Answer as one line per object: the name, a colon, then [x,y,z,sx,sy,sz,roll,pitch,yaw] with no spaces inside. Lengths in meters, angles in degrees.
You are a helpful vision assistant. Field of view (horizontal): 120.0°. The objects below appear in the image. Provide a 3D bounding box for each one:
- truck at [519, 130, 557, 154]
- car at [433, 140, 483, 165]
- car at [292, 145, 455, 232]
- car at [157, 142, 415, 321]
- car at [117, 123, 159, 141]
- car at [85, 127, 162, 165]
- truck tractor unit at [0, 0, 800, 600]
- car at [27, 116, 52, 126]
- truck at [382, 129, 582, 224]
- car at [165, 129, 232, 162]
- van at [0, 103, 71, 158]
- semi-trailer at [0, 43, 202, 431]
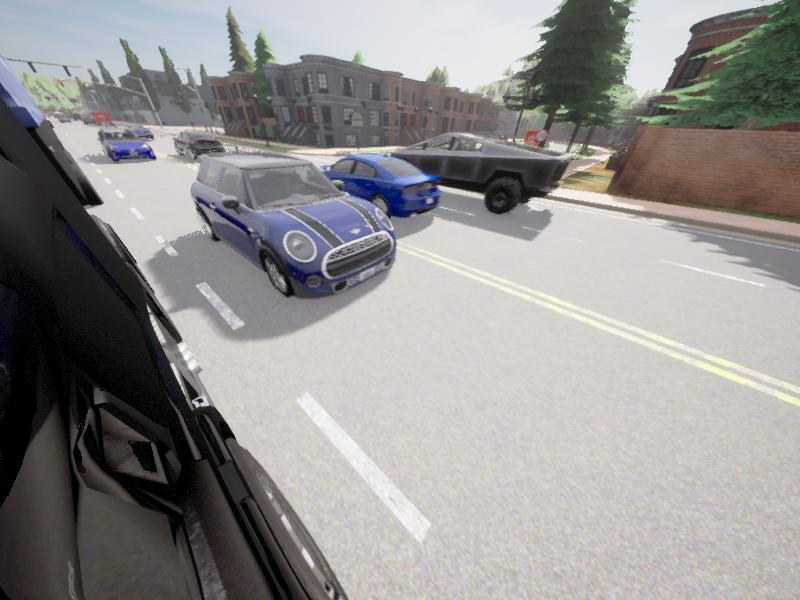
truck: [18.599,-21.314,31.131,2.627,2.467,5.204,28,44,30]
car: [4.714,-11.969,18.630,1.816,1.474,4.193,29,44,31]
car: [-1.060,-3.819,7.399,5.008,1.535,1.882,28,44,30]
car: [-2.219,-1.804,4.422,4.553,1.767,2.097,28,44,30]
car: [-29.482,-18.879,25.926,5.357,1.411,2.033,28,44,30]
car: [-16.502,-9.291,13.786,4.514,1.525,2.007,28,44,30]
truck tractor unit: [-2.645,-0.295,0.351,6.516,4.208,3.053,28,44,30]
car: [-66.741,-33.227,42.832,5.357,1.411,2.033,28,44,30]
truck: [2.449,-4.919,8.613,6.274,2.098,2.390,28,44,30]
car: [-13.673,-10.509,15.613,4.892,1.490,1.837,28,44,30]
van: [-23.704,-10.753,14.551,6.366,2.431,2.351,28,44,30]
semi-trailer: [-8.703,-3.596,4.231,14.254,4.402,2.717,28,44,30]
